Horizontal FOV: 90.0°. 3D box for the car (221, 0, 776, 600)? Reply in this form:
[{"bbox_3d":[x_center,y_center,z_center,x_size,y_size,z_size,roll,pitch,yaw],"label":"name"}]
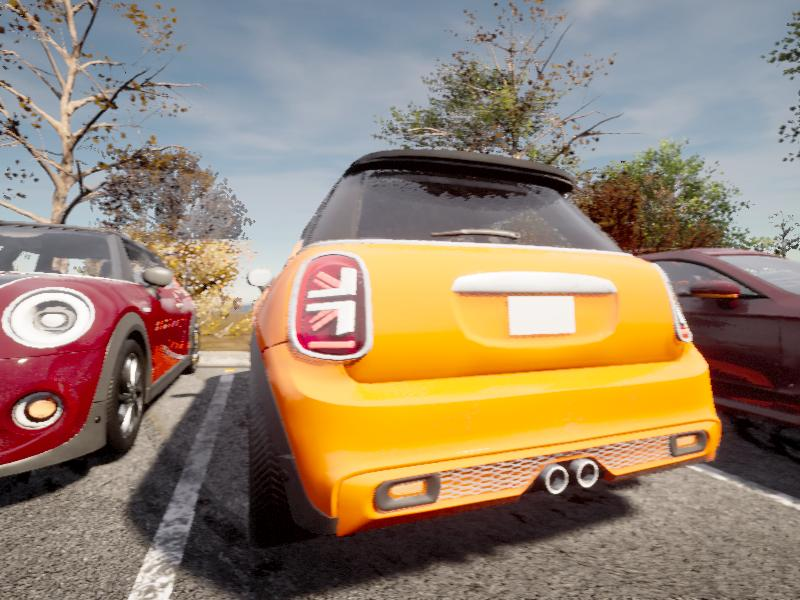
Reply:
[{"bbox_3d":[-0.191,0.103,3.498,2.185,1.767,4.553,0,-1,-20],"label":"car"}]

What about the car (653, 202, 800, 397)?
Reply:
[{"bbox_3d":[5.743,-0.020,3.555,2.435,2.045,5.566,0,-1,-20],"label":"car"}]

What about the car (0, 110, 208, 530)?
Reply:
[{"bbox_3d":[-3.182,0.103,3.562,2.185,1.767,4.553,1,-1,-20],"label":"car"}]

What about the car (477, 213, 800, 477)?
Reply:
[{"bbox_3d":[2.781,0.270,3.529,2.002,1.452,4.674,1,-1,-20],"label":"car"}]
